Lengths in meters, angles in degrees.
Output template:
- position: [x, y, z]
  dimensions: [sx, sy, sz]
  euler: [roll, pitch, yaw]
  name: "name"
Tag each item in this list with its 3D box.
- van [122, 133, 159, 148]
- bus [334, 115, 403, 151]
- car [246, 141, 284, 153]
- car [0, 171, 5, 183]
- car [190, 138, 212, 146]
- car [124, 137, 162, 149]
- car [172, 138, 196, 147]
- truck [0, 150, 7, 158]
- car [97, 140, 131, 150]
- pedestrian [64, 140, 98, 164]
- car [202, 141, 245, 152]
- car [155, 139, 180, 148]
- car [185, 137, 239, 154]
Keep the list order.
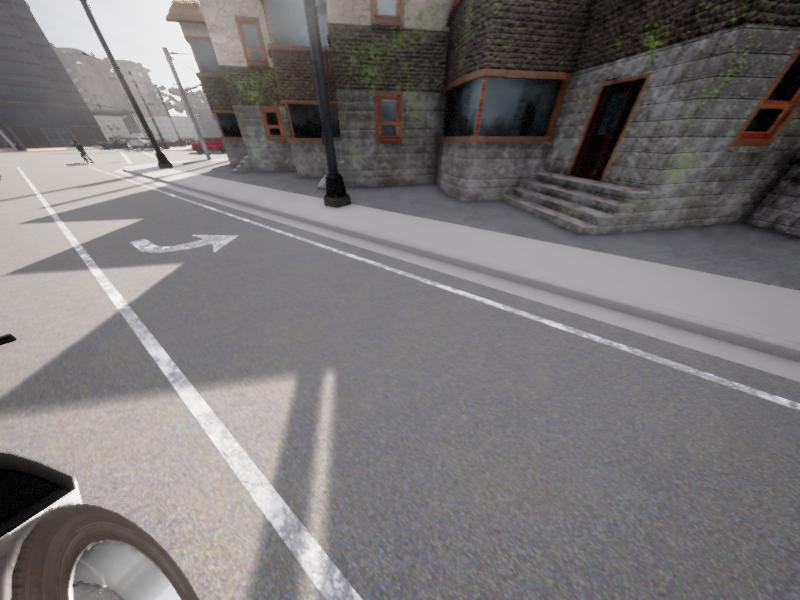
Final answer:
- position: [-56.636, -34.904, 50.633]
  dimensions: [1.988, 2.561, 5.915]
  euler: [-5, 36, -8]
  name: "van"
- position: [-4.925, -26.740, 37.147]
  dimensions: [10.273, 4.253, 3.944]
  euler: [-7, 36, -7]
  name: "bus"
- position: [-20.897, -23.812, 35.952]
  dimensions: [4.674, 1.442, 1.812]
  euler: [-6, 36, -8]
  name: "car"
- position: [-25.226, -7.642, 13.407]
  dimensions: [4.718, 1.301, 1.895]
  euler: [22, 41, 28]
  name: "car"
- position: [-55.373, -44.108, 64.410]
  dimensions: [1.930, 1.638, 5.238]
  euler: [-2, 35, -3]
  name: "car"
- position: [-52.425, -32.292, 47.396]
  dimensions: [2.150, 2.045, 5.566]
  euler: [-5, 36, -8]
  name: "car"
- position: [-54.661, -40.066, 58.707]
  dimensions: [1.930, 1.638, 5.238]
  euler: [-5, 36, -8]
  name: "car"
- position: [-48.572, -16.433, 25.006]
  dimensions: [2.390, 2.098, 6.274]
  euler: [-9, 36, -13]
  name: "truck"
- position: [-55.410, -30.202, 44.922]
  dimensions: [1.816, 1.474, 4.193]
  euler: [-5, 36, -8]
  name: "car"
- position: [-29.343, -13.644, 21.283]
  dimensions: [0.751, 1.860, 0.751]
  euler: [-5, 36, -8]
  name: "pedestrian"
- position: [-28.716, -25.098, 37.731]
  dimensions: [5.008, 1.535, 1.882]
  euler: [-6, 36, -8]
  name: "car"
- position: [-53.596, -36.153, 53.334]
  dimensions: [1.816, 1.474, 4.193]
  euler: [-5, 36, -8]
  name: "car"
- position: [-28.092, -23.311, 34.767]
  dimensions: [5.566, 2.045, 2.150]
  euler: [-6, 36, -8]
  name: "car"
